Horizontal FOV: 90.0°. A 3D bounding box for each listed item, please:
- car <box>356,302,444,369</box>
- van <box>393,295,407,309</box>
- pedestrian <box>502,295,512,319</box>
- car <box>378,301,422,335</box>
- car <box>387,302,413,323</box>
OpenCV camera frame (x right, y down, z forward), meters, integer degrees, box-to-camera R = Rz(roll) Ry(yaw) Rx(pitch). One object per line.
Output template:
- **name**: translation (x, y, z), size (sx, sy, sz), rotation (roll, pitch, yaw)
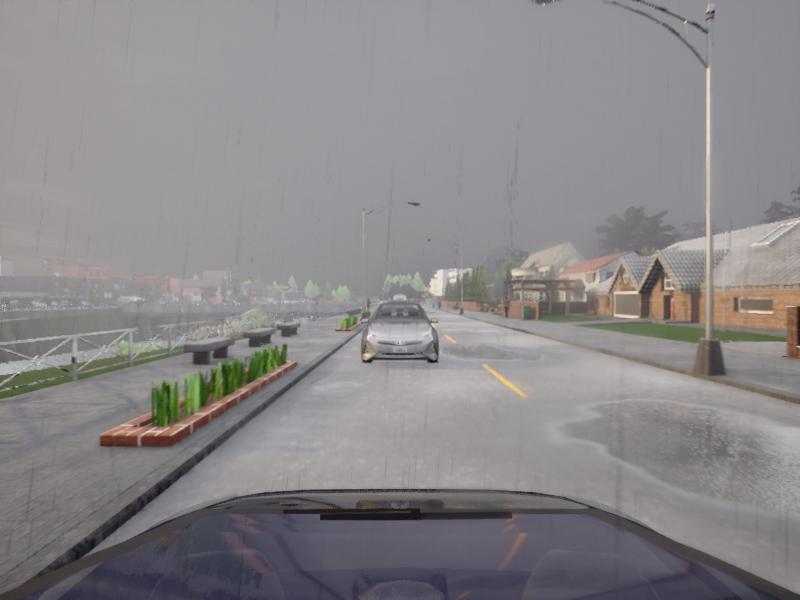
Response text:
- **car**: translation (-0.001, 0.833, 11.439), size (2.007, 1.525, 4.514), rotation (0, 0, 0)
- **van**: translation (-0.011, 0.396, 74.430), size (2.351, 2.431, 6.366), rotation (0, 0, 0)
- **pedestrian**: translation (8.328, 0.543, 31.135), size (0.751, 1.860, 0.751), rotation (0, 0, 16)
- **car**: translation (-0.002, 0.835, 20.359), size (2.007, 1.525, 4.514), rotation (0, 0, 0)
- **car**: translation (-0.003, 0.864, 29.352), size (1.816, 1.474, 4.193), rotation (0, 0, 0)
